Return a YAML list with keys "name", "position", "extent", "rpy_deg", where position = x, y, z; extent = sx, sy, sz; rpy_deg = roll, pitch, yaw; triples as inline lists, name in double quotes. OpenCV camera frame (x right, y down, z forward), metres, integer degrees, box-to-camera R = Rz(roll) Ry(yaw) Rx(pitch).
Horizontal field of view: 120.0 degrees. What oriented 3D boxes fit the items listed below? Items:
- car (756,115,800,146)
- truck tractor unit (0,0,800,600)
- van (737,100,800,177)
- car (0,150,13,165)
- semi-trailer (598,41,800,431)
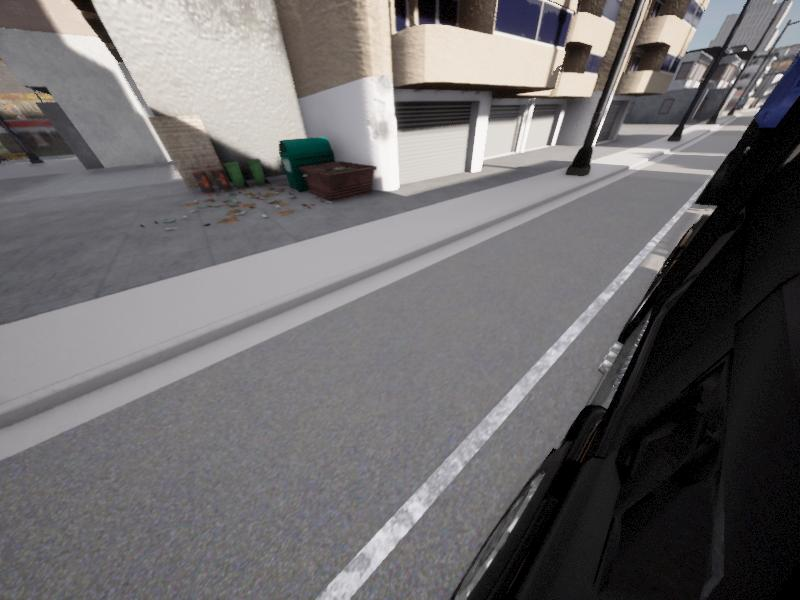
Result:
- name: "car"
  position: [28.430, -12.408, 16.820]
  extent: [4.902, 1.511, 2.128]
  rpy_deg: [-28, 44, -28]
- name: "truck tractor unit"
  position: [2.645, -0.295, 0.351]
  extent: [6.516, 4.208, 3.053]
  rpy_deg: [-28, 44, -30]
- name: "van"
  position: [18.155, -7.389, 10.311]
  extent: [6.366, 2.431, 2.351]
  rpy_deg: [-27, 43, -29]
- name: "car"
  position: [-52.964, -17.369, 28.576]
  extent: [4.902, 1.511, 2.128]
  rpy_deg: [-28, 43, -28]
- name: "semi-trailer"
  position: [8.687, -3.612, 4.238]
  extent: [14.254, 4.402, 2.717]
  rpy_deg: [-28, 44, -30]
